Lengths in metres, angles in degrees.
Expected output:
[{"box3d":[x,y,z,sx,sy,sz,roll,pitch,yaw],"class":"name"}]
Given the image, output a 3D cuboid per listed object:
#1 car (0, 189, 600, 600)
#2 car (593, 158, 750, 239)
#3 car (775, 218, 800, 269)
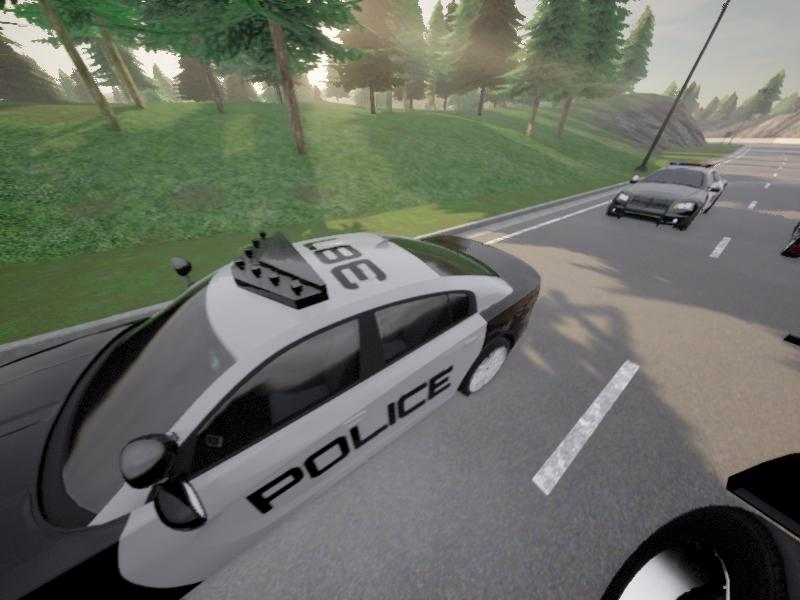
[{"box3d":[-0.918,0.388,1.943,5.238,1.638,1.930,-22,41,-28],"class":"car"},{"box3d":[8.927,-3.576,7.581,4.974,1.542,2.038,-22,41,-28],"class":"car"},{"box3d":[10.356,-1.542,4.826,4.181,1.385,1.994,-21,40,-27],"class":"car"}]
